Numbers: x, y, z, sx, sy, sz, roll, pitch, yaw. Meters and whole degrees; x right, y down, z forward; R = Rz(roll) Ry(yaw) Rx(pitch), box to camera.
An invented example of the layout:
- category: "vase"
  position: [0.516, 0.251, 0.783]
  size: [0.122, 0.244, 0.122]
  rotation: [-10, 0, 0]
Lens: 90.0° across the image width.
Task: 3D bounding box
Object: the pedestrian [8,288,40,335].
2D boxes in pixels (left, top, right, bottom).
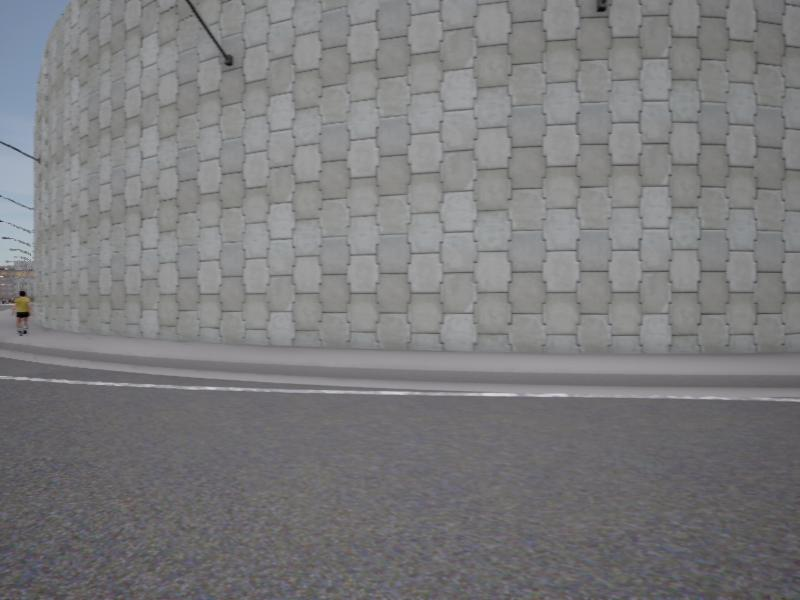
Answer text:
- category: "pedestrian"
  position: [-9.131, 0.266, 9.715]
  size: [0.500, 1.100, 0.500]
  rotation: [0, 0, 38]
